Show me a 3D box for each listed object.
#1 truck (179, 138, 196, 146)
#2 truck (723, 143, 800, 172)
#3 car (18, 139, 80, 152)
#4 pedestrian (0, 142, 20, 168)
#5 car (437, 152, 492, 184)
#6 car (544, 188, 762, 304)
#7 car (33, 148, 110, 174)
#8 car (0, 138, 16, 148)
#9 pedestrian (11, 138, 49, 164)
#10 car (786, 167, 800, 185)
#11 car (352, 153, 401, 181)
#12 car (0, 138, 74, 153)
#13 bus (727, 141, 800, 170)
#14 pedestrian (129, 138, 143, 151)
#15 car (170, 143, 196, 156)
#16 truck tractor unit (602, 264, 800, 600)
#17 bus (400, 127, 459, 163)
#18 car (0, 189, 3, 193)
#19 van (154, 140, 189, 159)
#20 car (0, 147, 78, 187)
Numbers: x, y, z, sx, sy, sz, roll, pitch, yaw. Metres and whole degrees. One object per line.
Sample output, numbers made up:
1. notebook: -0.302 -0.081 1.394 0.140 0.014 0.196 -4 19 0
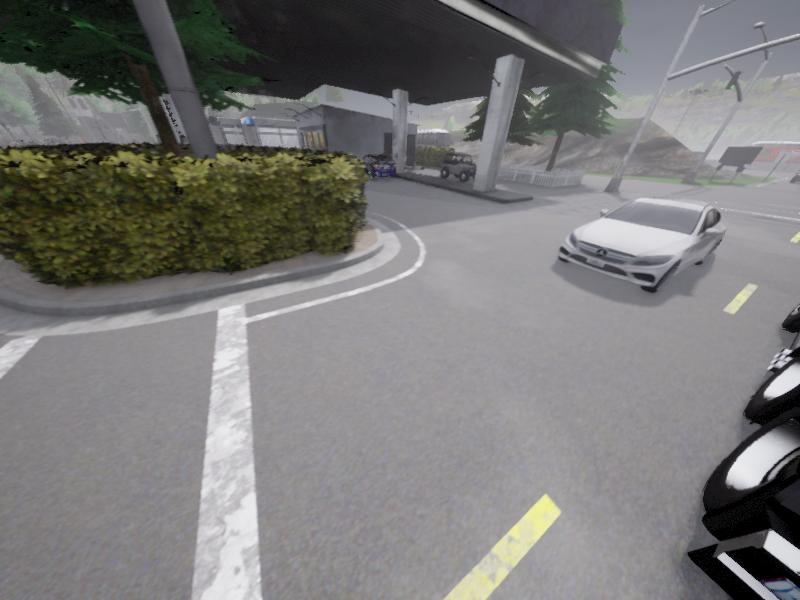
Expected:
1. truck: -70.164 -52.263 76.312 6.274 2.098 2.390 26 41 32
2. truck: 65.357 -25.315 40.770 2.891 3.827 8.468 -17 38 -25
3. car: -51.734 -22.921 34.222 4.514 1.523 2.007 -17 38 -25
4. pedestrian: -29.526 -10.753 16.909 0.751 1.860 0.751 -17 39 -26
5. car: 4.990 -10.695 18.548 1.905 1.878 3.866 -17 38 -25
6. car: 5.863 -1.564 5.376 4.674 1.442 1.812 -16 37 -25
7. car: -25.240 -10.924 17.991 1.970 1.475 3.806 -17 38 -25
8. car: -72.887 -27.711 40.691 4.792 1.488 2.163 -17 39 -26
9. pedestrian: -31.567 -12.735 19.736 0.751 1.860 0.751 -17 38 -25
10. car: 37.590 -11.336 20.791 4.974 1.542 2.038 -17 38 -25
11. car: -2.085 -11.208 19.307 2.242 1.667 4.611 -17 38 -25
12. car: -50.117 -21.385 32.016 5.027 1.636 2.152 -17 38 -25
13. bus: 71.429 -27.195 43.402 3.944 4.253 10.273 -17 38 -25
14. pedestrian: -45.641 -26.929 40.008 0.751 1.860 0.751 -17 39 -26
15. car: -34.054 -23.768 36.453 2.007 1.525 4.514 -17 38 -25
16. truck tractor unit: 5.136 -0.263 0.825 6.516 4.208 3.053 -17 39 -25
17. bus: 4.320 -25.133 37.621 3.944 4.253 10.273 -17 38 -25
18. car: -18.899 -4.731 8.787 1.905 1.878 3.866 -17 38 -25
19. van: -30.059 -19.974 30.587 2.069 2.038 4.480 -17 38 -25
20. car: -22.101 -7.837 13.451 2.033 1.649 4.856 -17 38 -25
